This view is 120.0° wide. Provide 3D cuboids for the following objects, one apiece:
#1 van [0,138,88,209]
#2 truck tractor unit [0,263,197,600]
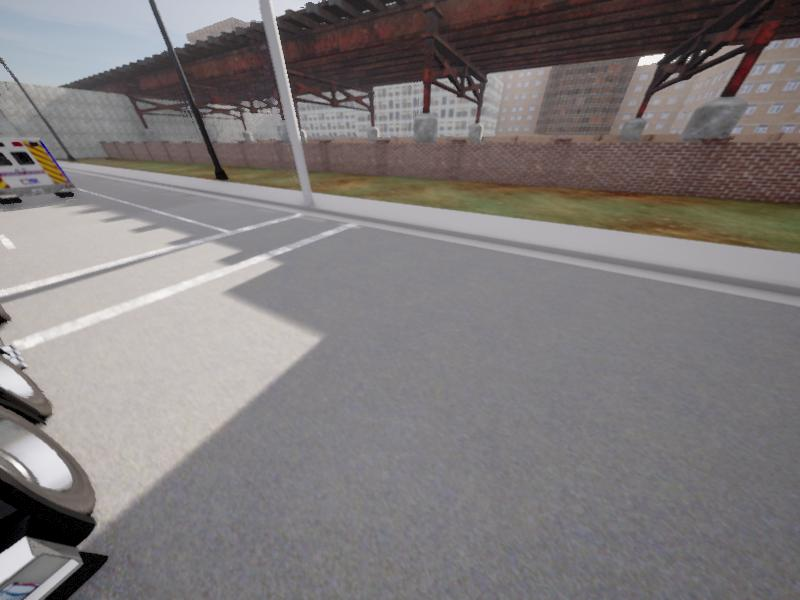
[{"bbox_3d":[-18.587,-6.243,11.046,6.366,2.431,2.351,18,39,24],"label":"van"},{"bbox_3d":[-5.116,-0.294,0.786,6.516,4.208,3.053,18,39,24],"label":"truck tractor unit"}]
